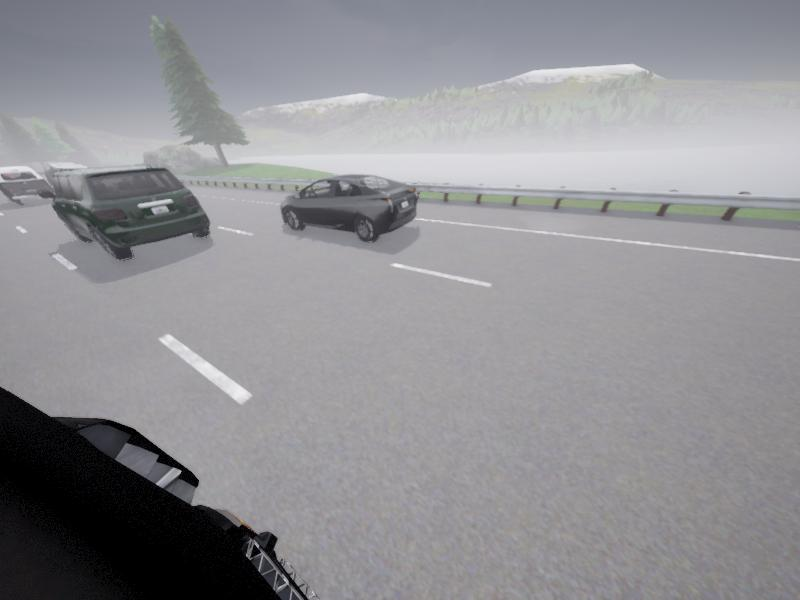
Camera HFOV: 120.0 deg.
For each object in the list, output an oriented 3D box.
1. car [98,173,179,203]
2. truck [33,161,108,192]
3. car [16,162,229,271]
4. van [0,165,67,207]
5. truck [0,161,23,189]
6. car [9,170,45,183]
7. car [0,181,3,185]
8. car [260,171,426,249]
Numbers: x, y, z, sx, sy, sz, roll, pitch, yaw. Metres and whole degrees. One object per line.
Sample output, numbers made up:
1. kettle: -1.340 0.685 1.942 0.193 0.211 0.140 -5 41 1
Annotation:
1. car: -16.544 -7.146 14.597 4.718 1.301 1.895 16 38 26
2. truck: -30.421 -11.463 21.334 6.274 2.098 2.390 16 38 26
3. car: -8.107 -2.769 6.793 5.566 2.045 2.150 16 38 26
4. van: -24.911 -7.597 15.233 4.480 2.038 2.069 16 38 26
5. truck: -43.776 -13.206 24.576 5.204 2.467 2.627 15 38 27
6. car: -53.846 -17.869 33.334 4.718 1.301 1.895 16 38 26
7. car: -55.291 -16.098 30.655 4.193 1.474 1.816 16 38 26
8. car: -1.704 -2.973 7.075 4.514 1.525 2.007 16 38 26
